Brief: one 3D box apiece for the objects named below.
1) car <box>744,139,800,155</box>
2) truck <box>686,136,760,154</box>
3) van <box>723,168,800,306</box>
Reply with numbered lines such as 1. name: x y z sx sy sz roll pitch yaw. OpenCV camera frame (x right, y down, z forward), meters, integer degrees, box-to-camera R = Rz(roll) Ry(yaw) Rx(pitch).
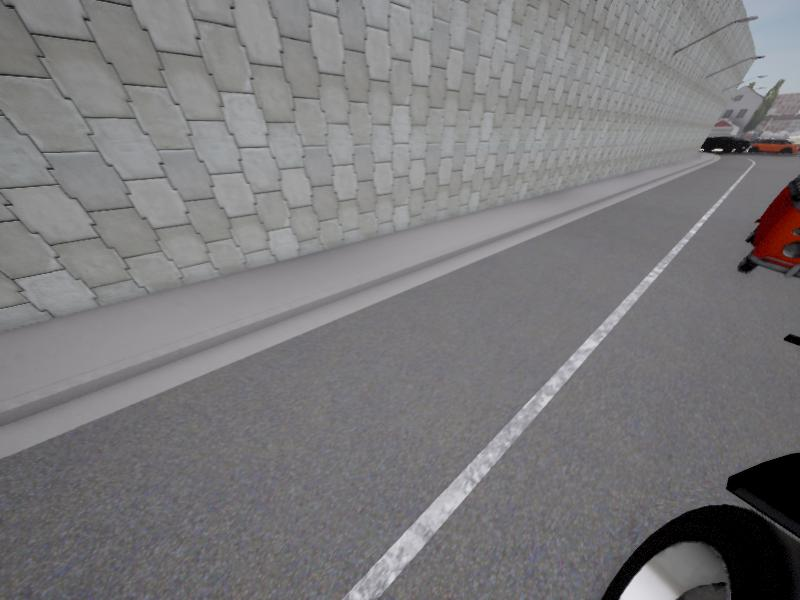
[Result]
1. car: 53.298 -21.681 32.605 2.097 1.767 4.553 -9 36 -12
2. truck: 49.377 -24.014 35.663 2.390 2.098 6.274 -2 35 -3
3. van: 8.250 -1.457 4.176 4.442 1.987 1.775 -23 41 -29
